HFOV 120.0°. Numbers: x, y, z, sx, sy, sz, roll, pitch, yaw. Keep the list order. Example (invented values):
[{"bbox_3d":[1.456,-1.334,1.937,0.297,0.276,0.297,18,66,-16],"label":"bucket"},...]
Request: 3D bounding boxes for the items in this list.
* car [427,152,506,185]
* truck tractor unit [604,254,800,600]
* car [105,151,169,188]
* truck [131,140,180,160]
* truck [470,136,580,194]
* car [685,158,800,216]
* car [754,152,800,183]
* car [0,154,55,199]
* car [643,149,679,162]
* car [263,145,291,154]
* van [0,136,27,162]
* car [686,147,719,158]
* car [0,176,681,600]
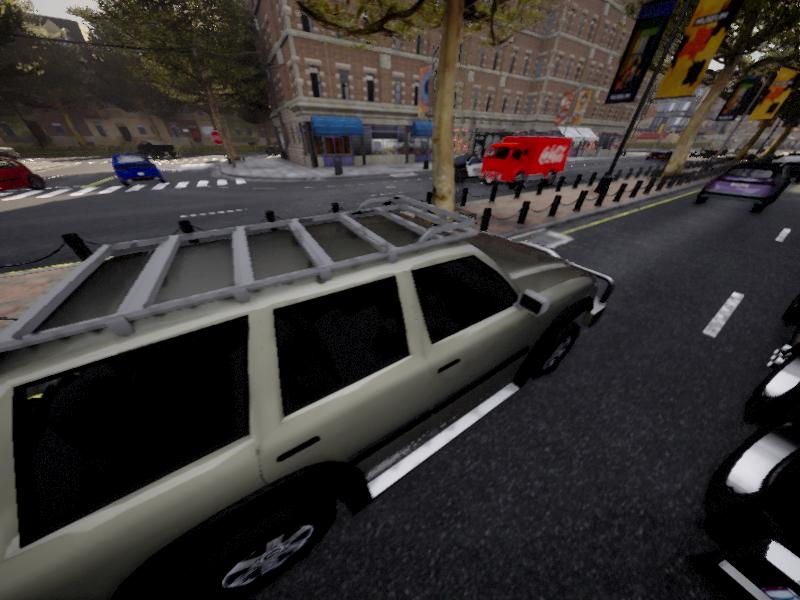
[{"bbox_3d":[4.528,-9.045,15.722,4.974,1.542,2.038,-20,40,-25],"label":"car"},{"bbox_3d":[5.093,-0.317,0.809,6.516,4.208,3.053,-19,39,-25],"label":"truck tractor unit"},{"bbox_3d":[-16.441,-8.243,14.381,5.008,1.535,1.882,29,44,34],"label":"car"},{"bbox_3d":[-33.135,-20.456,31.316,6.274,2.098,2.390,19,39,25],"label":"truck"},{"bbox_3d":[7.132,-7.986,13.405,5.204,2.467,2.627,-19,39,-26],"label":"truck"},{"bbox_3d":[15.086,-5.048,9.983,4.856,1.649,2.033,-19,39,-26],"label":"car"},{"bbox_3d":[28.803,-9.834,16.982,5.238,1.638,1.930,-19,39,-26],"label":"car"},{"bbox_3d":[-19.262,-5.567,10.446,1.851,1.617,3.988,-10,36,-14],"label":"car"},{"bbox_3d":[35.910,-19.924,31.805,4.181,1.385,1.994,-19,39,-26],"label":"car"},{"bbox_3d":[-22.420,-27.423,42.080,4.181,1.385,1.994,-18,39,-24],"label":"car"},{"bbox_3d":[-47.784,-16.651,25.423,6.366,2.431,2.351,-19,39,-26],"label":"van"},{"bbox_3d":[51.527,-25.116,39.322,3.806,1.475,1.970,-14,37,-20],"label":"car"},{"bbox_3d":[-0.062,0.128,2.182,4.605,1.855,1.932,-19,39,-26],"label":"car"}]
